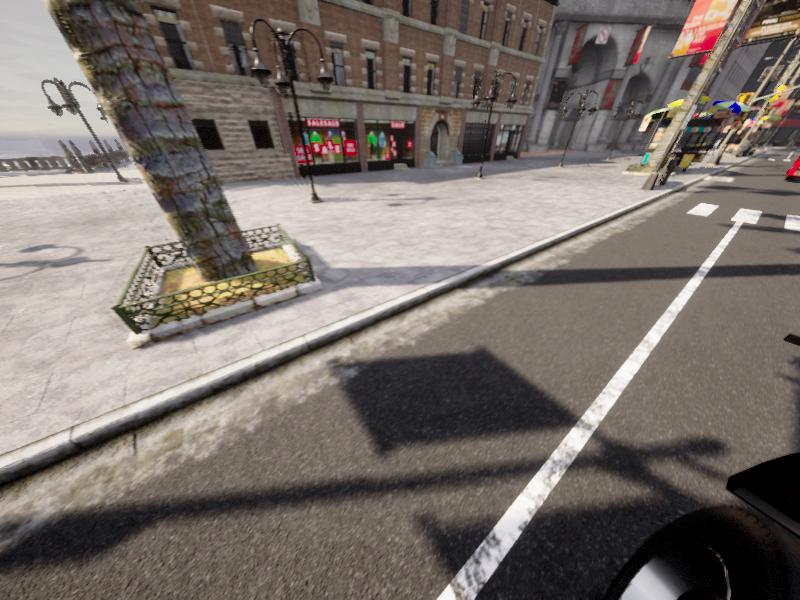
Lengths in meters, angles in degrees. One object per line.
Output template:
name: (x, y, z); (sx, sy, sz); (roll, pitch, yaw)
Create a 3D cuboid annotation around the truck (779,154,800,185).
truck: (25.807, -8.946, 13.024); (8.468, 3.827, 2.891); (-22, 41, -28)

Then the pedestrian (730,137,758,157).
pedestrian: (39.684, -17.695, 26.692); (0.751, 1.860, 0.751); (-2, 35, -2)

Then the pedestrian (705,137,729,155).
pedestrian: (40.226, -19.585, 29.365); (0.751, 1.860, 0.751); (3, 35, 4)
